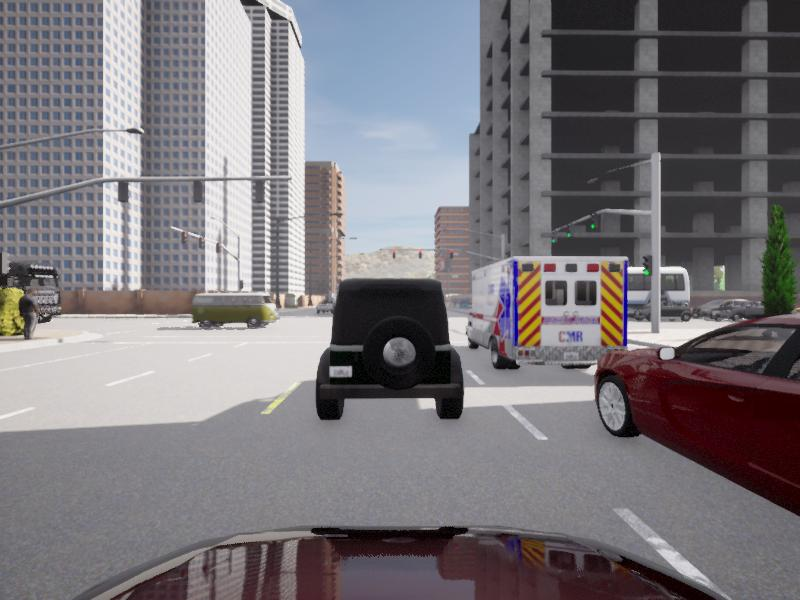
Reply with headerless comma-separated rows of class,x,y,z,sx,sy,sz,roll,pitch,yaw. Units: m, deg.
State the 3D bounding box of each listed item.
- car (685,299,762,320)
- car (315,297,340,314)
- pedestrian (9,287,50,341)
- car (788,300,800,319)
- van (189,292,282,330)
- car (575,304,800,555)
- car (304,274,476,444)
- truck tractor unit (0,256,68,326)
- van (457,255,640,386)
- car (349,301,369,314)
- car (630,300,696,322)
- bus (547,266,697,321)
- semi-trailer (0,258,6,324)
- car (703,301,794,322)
car,26.870,0.755,33.351,4.611,1.667,2.242,0,0,-1
car,-8.316,0.650,46.420,1.932,1.855,4.605,0,0,1
pedestrian,-13.168,0.484,14.233,0.751,1.860,0.751,0,0,11
car,36.077,0.800,33.524,5.366,1.575,1.801,0,0,-1
van,-8.997,0.600,22.177,4.442,1.987,1.775,0,0,-1
car,3.422,0.823,3.069,1.882,1.535,5.008,0,0,-1
car,-0.157,0.646,6.375,1.905,1.878,3.866,0,0,-2
truck tractor unit,-25.741,-0.525,25.541,6.516,4.208,3.053,0,0,1
van,3.229,0.377,10.624,2.351,2.431,6.366,0,0,-2
car,-4.857,0.851,47.801,1.970,1.475,3.806,0,0,0
car,19.451,0.813,29.711,3.705,1.549,1.789,0,0,-1
bus,18.010,-0.536,33.064,10.273,4.253,3.944,0,0,-1
semi-trailer,-33.653,-0.619,25.632,14.254,4.402,2.717,0,0,1
car,25.877,0.835,29.830,4.902,1.511,2.128,0,0,-1
